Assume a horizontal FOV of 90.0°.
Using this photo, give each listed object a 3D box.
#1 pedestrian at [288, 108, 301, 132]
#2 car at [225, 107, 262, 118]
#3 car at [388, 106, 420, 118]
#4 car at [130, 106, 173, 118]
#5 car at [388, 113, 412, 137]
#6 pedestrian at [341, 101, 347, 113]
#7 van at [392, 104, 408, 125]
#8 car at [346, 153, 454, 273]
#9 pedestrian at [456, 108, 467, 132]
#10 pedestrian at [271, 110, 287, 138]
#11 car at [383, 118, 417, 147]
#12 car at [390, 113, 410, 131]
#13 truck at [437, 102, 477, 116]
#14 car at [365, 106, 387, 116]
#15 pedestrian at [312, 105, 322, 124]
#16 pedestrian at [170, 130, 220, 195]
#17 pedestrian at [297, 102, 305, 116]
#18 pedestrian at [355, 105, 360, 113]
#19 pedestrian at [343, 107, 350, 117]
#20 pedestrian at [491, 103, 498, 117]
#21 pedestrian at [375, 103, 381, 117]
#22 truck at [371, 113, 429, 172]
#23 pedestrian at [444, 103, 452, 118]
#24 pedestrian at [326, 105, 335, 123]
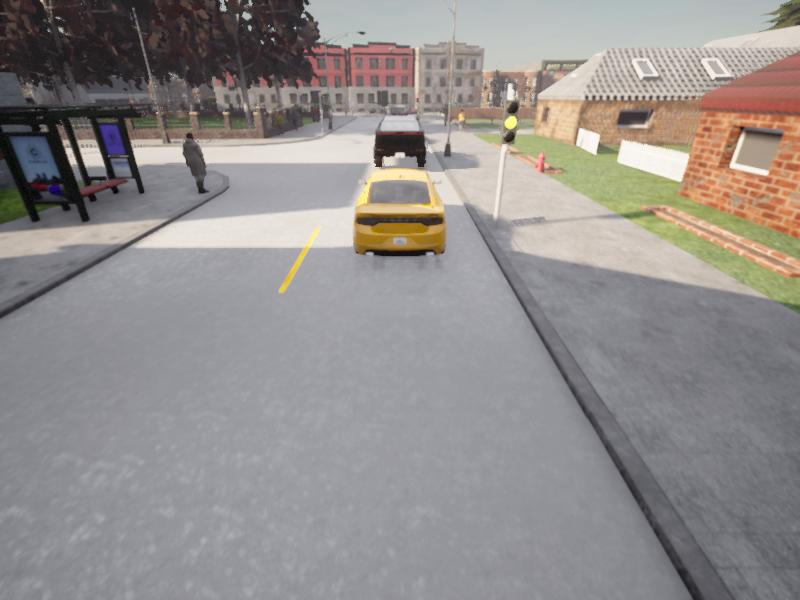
[{"bbox_3d":[-9.176,-15.729,34.945,0.751,1.860,0.751,-1,27,-1],"label":"pedestrian"},{"bbox_3d":[-25.119,-30.206,64.361,4.902,1.511,2.128,0,27,0],"label":"car"},{"bbox_3d":[0.658,-31.788,67.541,5.027,1.651,2.152,-9,29,-17],"label":"car"},{"bbox_3d":[-39.884,-30.283,64.306,5.238,1.638,1.930,0,27,0],"label":"car"},{"bbox_3d":[-0.008,-14.870,33.824,1.851,1.617,3.988,0,27,0],"label":"car"},{"bbox_3d":[-9.766,-33.675,69.888,0.751,1.860,0.751,-12,30,-23],"label":"pedestrian"},{"bbox_3d":[-0.013,-21.479,46.277,1.775,1.987,4.442,0,27,0],"label":"van"},{"bbox_3d":[-0.003,-2.353,9.527,1.882,1.535,5.008,0,27,0],"label":"car"},{"bbox_3d":[5.283,-15.472,34.434,0.751,1.860,0.751,2,27,4],"label":"pedestrian"},{"bbox_3d":[-8.992,-13.076,29.780,0.751,1.860,0.751,-1,27,-1],"label":"pedestrian"},{"bbox_3d":[-0.008,-11.777,27.906,2.128,1.511,4.902,0,27,0],"label":"car"},{"bbox_3d":[-0.018,-17.653,39.584,1.895,1.301,4.718,0,27,0],"label":"car"},{"bbox_3d":[9.630,-32.350,67.793,6.274,2.098,2.390,0,27,0],"label":"truck"},{"bbox_3d":[-4.048,-32.104,67.906,3.705,1.549,1.789,0,27,0],"label":"car"},{"bbox_3d":[-9.276,-20.785,44.788,0.751,1.860,0.751,0,27,0],"label":"pedestrian"},{"bbox_3d":[-6.564,-4.415,12.875,0.751,1.860,0.751,12,29,21],"label":"pedestrian"},{"bbox_3d":[-14.991,-28.817,60.433,0.751,1.860,0.751,1,27,1],"label":"pedestrian"},{"bbox_3d":[-7.584,-34.184,71.492,0.751,1.300,0.751,-7,28,-14],"label":"pedestrian"},{"bbox_3d":[-7.940,-27.855,59.170,0.751,1.300,0.751,9,28,17],"label":"pedestrian"},{"bbox_3d":[13.742,-27.781,58.396,0.751,1.860,0.751,2,27,3],"label":"pedestrian"},{"bbox_3d":[-3.234,-28.079,59.215,0.751,1.860,0.751,3,27,6],"label":"pedestrian"},{"bbox_3d":[-0.007,-7.951,19.813,2.390,2.098,6.274,0,27,0],"label":"truck"},{"bbox_3d":[6.613,-26.345,55.587,0.751,1.860,0.751,19,32,32],"label":"pedestrian"},{"bbox_3d":[-8.051,-21.608,46.389,0.751,1.860,0.751,1,27,3],"label":"pedestrian"}]
